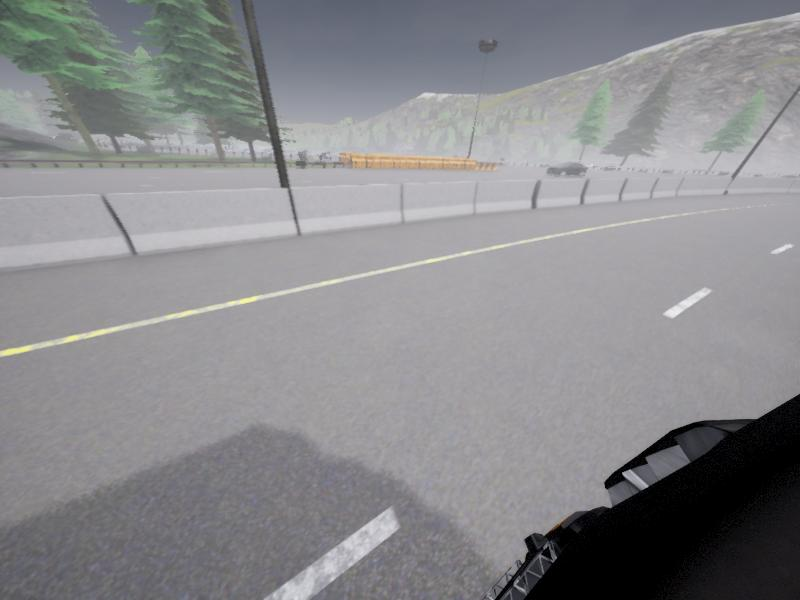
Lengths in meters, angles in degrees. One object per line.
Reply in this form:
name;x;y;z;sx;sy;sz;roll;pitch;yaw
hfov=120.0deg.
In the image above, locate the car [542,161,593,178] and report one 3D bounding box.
car;19.507;-15.244;26.901;5.008;1.535;1.882;-10;35;-18
